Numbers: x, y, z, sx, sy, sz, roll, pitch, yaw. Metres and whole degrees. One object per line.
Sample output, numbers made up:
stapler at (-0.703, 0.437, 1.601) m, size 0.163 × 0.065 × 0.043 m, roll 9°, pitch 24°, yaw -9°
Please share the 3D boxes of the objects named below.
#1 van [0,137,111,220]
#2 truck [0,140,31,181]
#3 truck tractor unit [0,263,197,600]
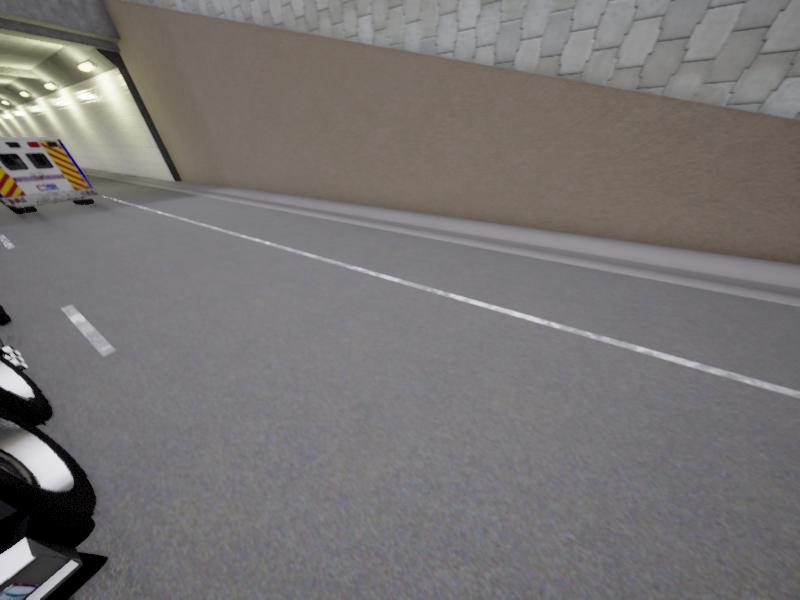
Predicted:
van at (-15.786, -5.328, 9.709) m, size 6.366 × 2.431 × 2.351 m, roll 18°, pitch 39°, yaw 24°
truck at (-32.834, -11.437, 17.442) m, size 8.468 × 3.827 × 2.891 m, roll 18°, pitch 39°, yaw 24°
truck tractor unit at (-5.114, -0.296, 0.788) m, size 6.516 × 4.208 × 3.053 m, roll 18°, pitch 39°, yaw 24°
